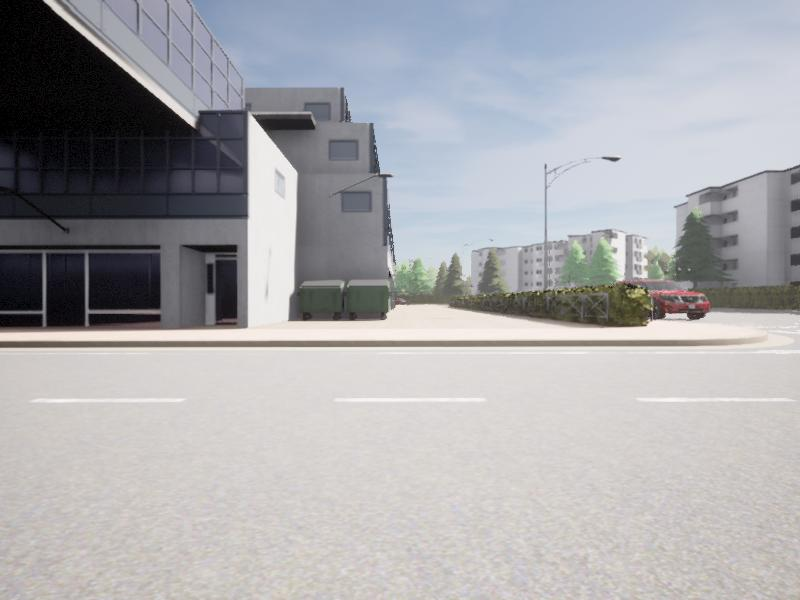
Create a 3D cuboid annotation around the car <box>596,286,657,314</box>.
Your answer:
[{"bbox_3d":[16.622,0.016,29.679,1.932,1.855,4.605,0,0,0],"label":"car"}]

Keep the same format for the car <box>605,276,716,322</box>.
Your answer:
[{"bbox_3d":[13.107,-0.063,20.702,2.150,2.045,5.566,0,0,0],"label":"car"}]
